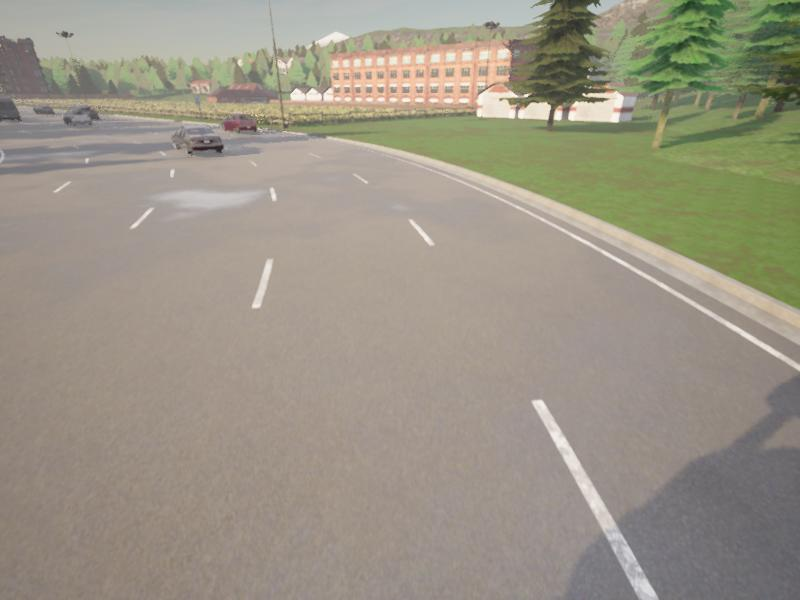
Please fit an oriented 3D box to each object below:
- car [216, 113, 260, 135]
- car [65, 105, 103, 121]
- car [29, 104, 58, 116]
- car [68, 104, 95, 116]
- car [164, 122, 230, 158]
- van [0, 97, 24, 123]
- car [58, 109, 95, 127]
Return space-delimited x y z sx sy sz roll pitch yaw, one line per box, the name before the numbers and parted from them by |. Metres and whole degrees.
car | -13.888 -15.141 34.232 3.633 1.501 1.845 23 35 37
car | -39.426 -23.357 49.904 4.611 1.667 2.242 22 34 35
car | -55.687 -29.732 62.441 4.902 1.511 2.128 22 34 35
car | -48.912 -29.182 61.338 4.892 1.490 1.837 22 34 35
car | -11.782 -9.306 23.073 2.033 1.411 5.357 -19 33 -32
van | -46.819 -22.470 47.153 5.915 2.561 1.988 22 34 35
car | -33.227 -18.710 41.069 3.633 1.501 1.845 22 34 35
